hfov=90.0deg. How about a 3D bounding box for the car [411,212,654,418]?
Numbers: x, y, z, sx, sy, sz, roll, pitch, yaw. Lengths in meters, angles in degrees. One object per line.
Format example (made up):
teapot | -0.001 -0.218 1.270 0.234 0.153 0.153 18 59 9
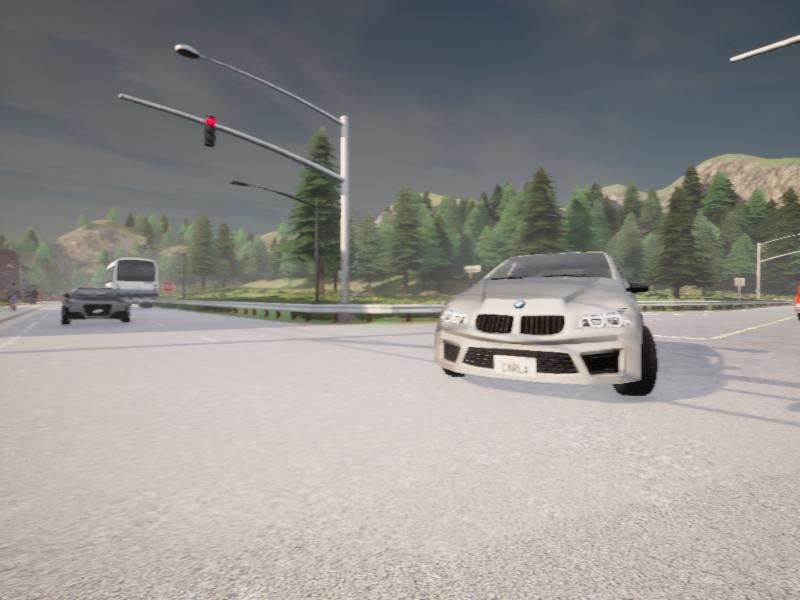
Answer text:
car | 2.268 0.102 5.784 2.242 1.667 4.611 0 1 31

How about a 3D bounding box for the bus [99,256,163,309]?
bus | -25.201 -1.423 37.165 3.944 4.253 10.273 0 1 -39

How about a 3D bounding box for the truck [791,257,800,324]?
truck | 17.434 -0.383 15.618 5.204 2.467 2.627 -1 1 -40

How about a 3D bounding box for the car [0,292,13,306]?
car | -46.114 -0.092 44.147 4.792 1.488 2.163 0 1 -41

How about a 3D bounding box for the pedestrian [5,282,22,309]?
pedestrian | -26.769 -0.329 27.714 0.751 1.860 0.751 0 1 41

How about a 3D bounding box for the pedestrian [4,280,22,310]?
pedestrian | -24.992 -0.314 25.844 0.751 1.860 0.751 0 1 -37

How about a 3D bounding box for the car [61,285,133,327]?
car | -11.834 0.189 15.552 1.994 1.385 4.181 0 1 -39

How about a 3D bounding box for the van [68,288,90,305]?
van | -41.734 -0.432 52.003 2.069 2.038 4.480 0 0 -39
